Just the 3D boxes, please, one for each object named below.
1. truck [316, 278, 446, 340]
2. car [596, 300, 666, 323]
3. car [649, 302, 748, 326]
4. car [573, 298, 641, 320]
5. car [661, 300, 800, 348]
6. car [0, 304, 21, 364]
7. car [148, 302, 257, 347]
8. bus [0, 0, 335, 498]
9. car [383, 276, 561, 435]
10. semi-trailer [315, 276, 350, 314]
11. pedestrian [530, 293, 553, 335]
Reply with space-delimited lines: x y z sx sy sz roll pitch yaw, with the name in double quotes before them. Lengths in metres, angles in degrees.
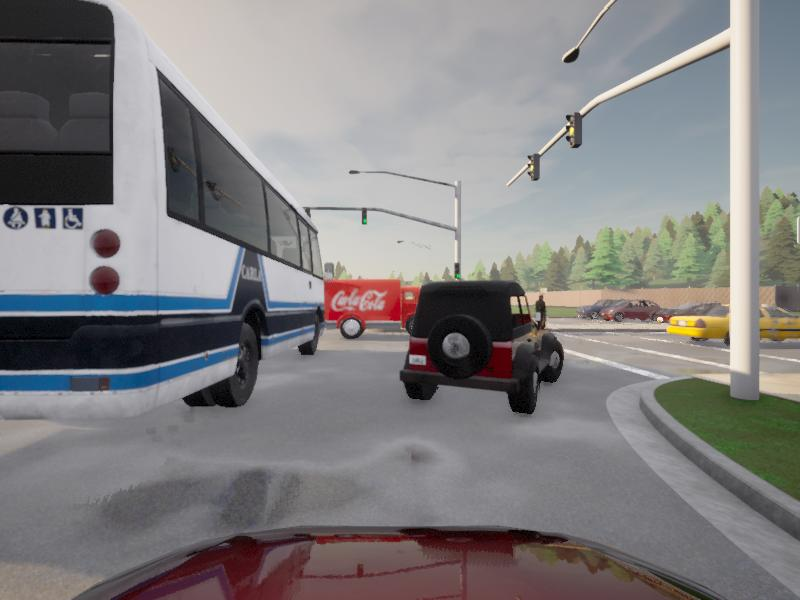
"truck" -0.780 0.360 17.348 5.204 2.467 2.627 0 0 -1
"car" 16.794 0.788 29.216 3.988 1.617 1.851 0 0 -1
"car" 19.094 0.851 25.760 4.792 1.488 2.163 0 0 -1
"car" 16.841 0.694 32.714 4.553 1.767 2.097 0 0 -1
"car" 12.463 0.801 14.119 5.366 1.575 1.801 0 0 -1
"car" -10.892 0.853 8.585 1.970 1.475 3.806 0 0 -2
"car" -7.624 0.836 16.126 2.128 1.511 4.902 0 0 -2
"bus" -3.993 -0.542 8.162 3.944 4.253 10.273 0 -1 -2
"car" 1.516 0.647 6.861 1.905 1.878 3.866 0 0 28
"semi-trailer" -8.792 -0.620 53.673 2.717 4.402 14.254 0 0 -2
"pedestrian" 6.475 0.637 18.308 0.751 1.860 0.751 0 0 -3
